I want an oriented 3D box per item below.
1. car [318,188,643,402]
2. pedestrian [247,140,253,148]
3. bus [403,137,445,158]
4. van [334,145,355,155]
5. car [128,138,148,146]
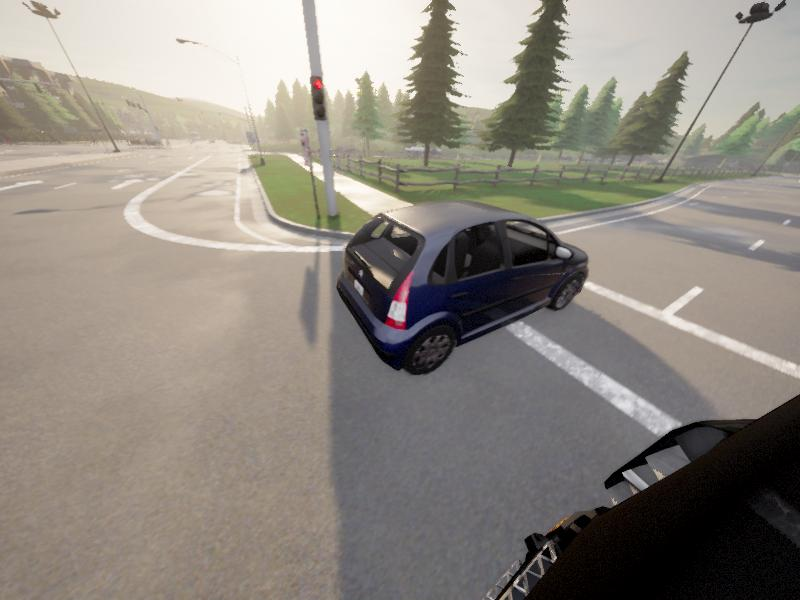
[{"bbox_3d":[1.163,-0.579,3.450,3.988,1.617,1.851,-16,38,-26],"label":"car"},{"bbox_3d":[-40.858,-42.443,62.867,0.751,1.860,0.751,-12,36,-21],"label":"pedestrian"},{"bbox_3d":[6.279,-39.913,60.652,10.273,4.253,3.944,-16,38,-26],"label":"bus"},{"bbox_3d":[-13.135,-35.768,55.049,4.442,1.987,1.775,-16,38,-25],"label":"van"},{"bbox_3d":[-61.597,-37.268,54.409,1.895,1.301,4.718,-16,38,-26],"label":"car"}]
